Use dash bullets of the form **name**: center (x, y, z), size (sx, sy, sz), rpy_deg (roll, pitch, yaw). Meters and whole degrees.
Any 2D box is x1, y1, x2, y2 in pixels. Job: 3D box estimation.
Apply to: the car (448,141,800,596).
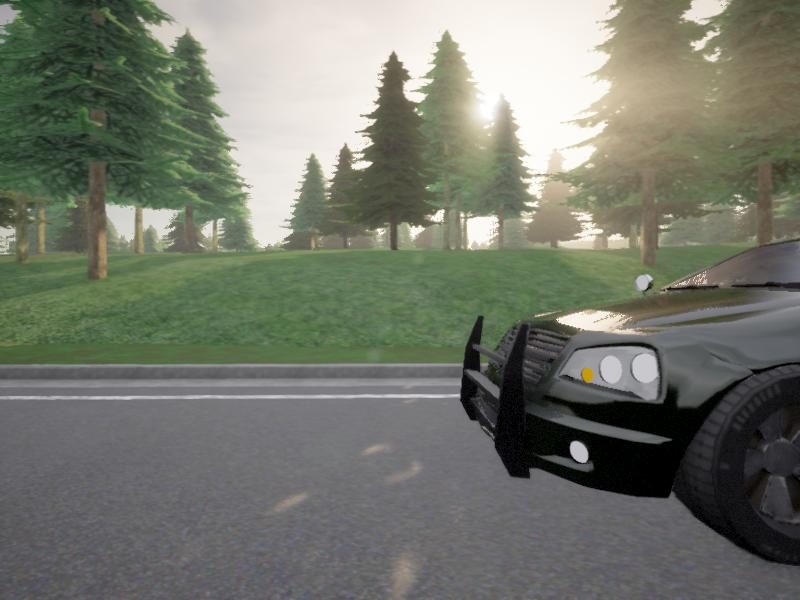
- **car**: center (2.924, 0.232, 2.458), size (4.974, 1.542, 2.038), rpy_deg (0, 0, -2)
